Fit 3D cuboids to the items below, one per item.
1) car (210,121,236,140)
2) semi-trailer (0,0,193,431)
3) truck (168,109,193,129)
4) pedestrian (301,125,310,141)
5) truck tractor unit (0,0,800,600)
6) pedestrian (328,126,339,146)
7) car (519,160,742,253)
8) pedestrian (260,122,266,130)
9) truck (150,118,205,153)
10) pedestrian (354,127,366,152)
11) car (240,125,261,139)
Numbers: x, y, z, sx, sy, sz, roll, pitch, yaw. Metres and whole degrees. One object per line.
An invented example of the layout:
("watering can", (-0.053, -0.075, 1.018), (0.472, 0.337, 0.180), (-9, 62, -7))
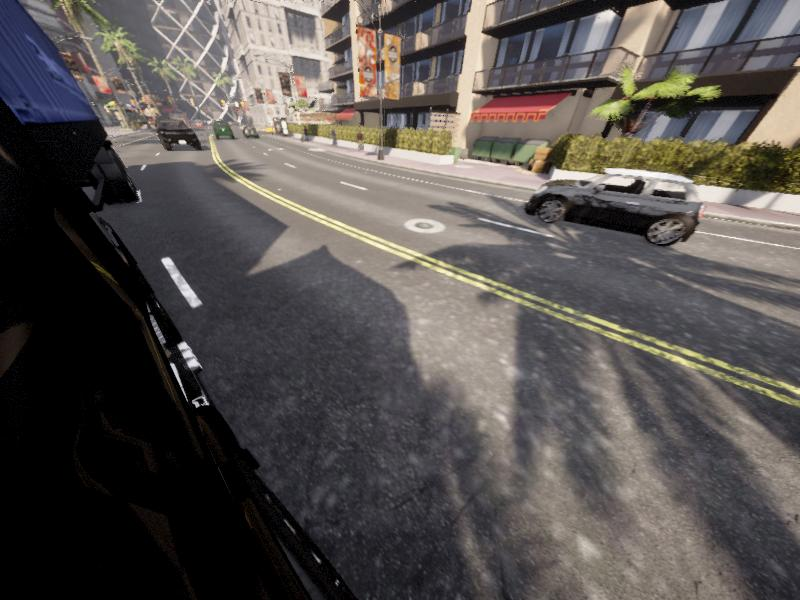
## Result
("car", (-24.935, -23.978, 32.604), (2.150, 2.045, 5.566), (-19, 42, -26))
("semi-trailer", (-8.276, -3.850, 4.619), (2.717, 4.402, 14.254), (-29, 47, -35))
("truck", (-56.013, -46.192, 59.078), (2.891, 3.827, 8.468), (-20, 42, -27))
("pedestrian", (-13.683, -24.287, 33.527), (0.751, 1.860, 0.751), (-20, 42, -27))
("truck tractor unit", (-2.645, -0.295, 0.352), (6.516, 4.208, 3.053), (28, 44, 30))
("pedestrian", (-7.644, -18.905, 26.668), (0.751, 1.860, 0.751), (-21, 43, -28))
("car", (5.901, -2.880, 6.604), (3.806, 1.475, 1.970), (25, 42, 27))
("pedestrian", (-42.466, -53.946, 71.586), (0.751, 1.860, 0.751), (-27, 46, -33))
("truck", (-18.842, -13.979, 19.522), (2.390, 2.098, 6.274), (-26, 45, -32))
("pedestrian", (-3.779, -15.129, 21.834), (0.751, 1.860, 0.751), (-22, 43, -29))
("car", (-23.063, -25.878, 35.624), (1.851, 1.617, 3.988), (-20, 42, -27))
